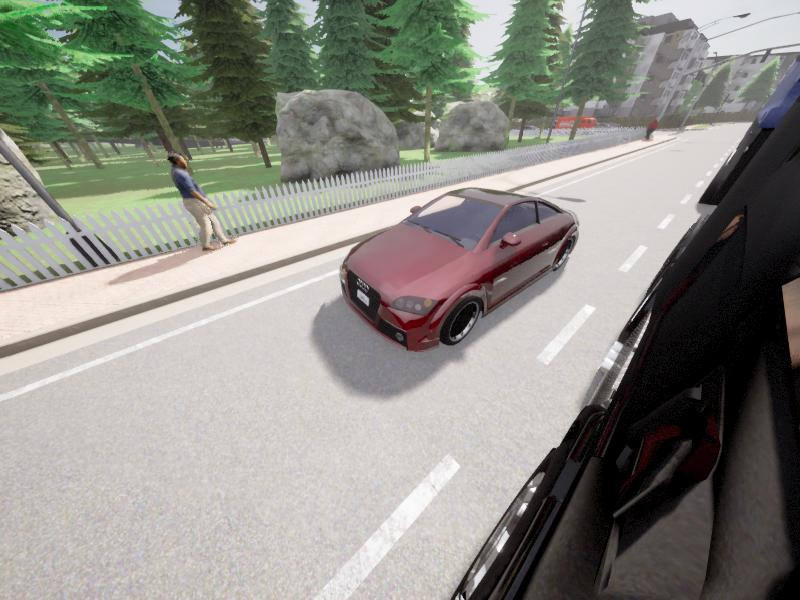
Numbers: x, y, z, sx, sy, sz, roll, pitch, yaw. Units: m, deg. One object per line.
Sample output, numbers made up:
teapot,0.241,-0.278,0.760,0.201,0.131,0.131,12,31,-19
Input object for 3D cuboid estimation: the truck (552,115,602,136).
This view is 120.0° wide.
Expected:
truck,27.677,-27.376,36.362,2.627,2.467,5.204,-26,43,-28

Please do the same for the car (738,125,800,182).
car,16.358,-6.278,9.674,5.366,1.575,1.801,-28,43,-30

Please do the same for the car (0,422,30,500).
car,-4.470,1.844,0.128,3.988,1.617,1.851,-27,43,-29

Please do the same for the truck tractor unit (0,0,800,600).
truck tractor unit,2.645,-0.295,0.352,6.516,4.208,3.053,-28,44,-30

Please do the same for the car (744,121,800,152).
car,25.704,-11.101,15.592,4.792,1.488,2.163,-27,43,-29

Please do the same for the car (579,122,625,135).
car,31.965,-27.243,36.712,2.128,1.511,4.902,-26,43,-28

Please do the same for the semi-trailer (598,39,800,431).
semi-trailer,8.707,-3.603,4.212,14.254,4.402,2.717,-28,44,-30

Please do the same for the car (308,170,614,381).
car,1.114,-0.949,3.699,4.181,1.385,1.994,-26,43,-28

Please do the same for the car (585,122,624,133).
car,36.355,-30.796,41.231,1.812,1.442,4.674,-26,43,-28

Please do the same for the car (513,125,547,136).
car,23.190,-30.334,41.410,1.837,1.490,4.892,-26,43,-28

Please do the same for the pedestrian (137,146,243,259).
pedestrian,-4.052,-1.912,4.608,0.751,1.860,0.751,-28,44,-30

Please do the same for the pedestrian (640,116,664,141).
pedestrian,24.013,-16.303,22.034,0.751,1.860,0.751,-26,43,-28
